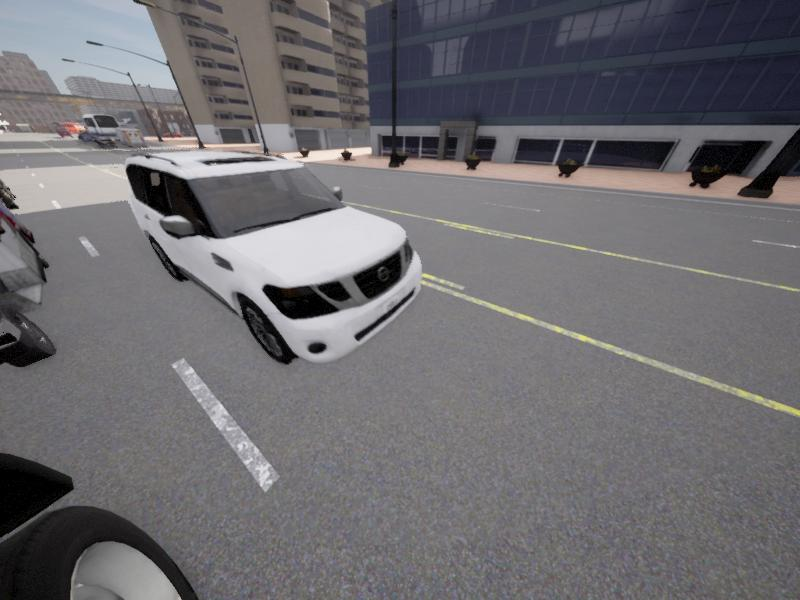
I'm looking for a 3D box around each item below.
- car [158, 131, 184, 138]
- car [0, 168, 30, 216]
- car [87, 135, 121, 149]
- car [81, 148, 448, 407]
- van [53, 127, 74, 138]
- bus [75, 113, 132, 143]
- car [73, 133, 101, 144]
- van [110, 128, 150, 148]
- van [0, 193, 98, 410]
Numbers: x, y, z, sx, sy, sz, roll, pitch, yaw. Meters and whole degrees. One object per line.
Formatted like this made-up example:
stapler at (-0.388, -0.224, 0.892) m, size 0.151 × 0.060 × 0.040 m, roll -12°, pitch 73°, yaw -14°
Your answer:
car at (-67.136, -48.547, 67.817) m, size 2.242 × 1.667 × 4.611 m, roll 24°, pitch 42°, yaw 29°
car at (-15.987, -4.122, 8.354) m, size 4.902 × 1.511 × 2.128 m, roll 23°, pitch 41°, yaw 28°
car at (-46.223, -24.675, 36.068) m, size 4.902 × 1.511 × 2.128 m, roll 24°, pitch 42°, yaw 27°
car at (-2.355, -1.177, 3.798) m, size 5.566 × 2.045 × 2.150 m, roll 22°, pitch 41°, yaw 28°
van at (-80.415, -40.045, 55.209) m, size 4.442 × 1.987 × 1.775 m, roll 24°, pitch 42°, yaw 29°
bus at (-57.969, -33.575, 45.143) m, size 10.273 × 4.253 × 3.944 m, roll 24°, pitch 41°, yaw 27°
car at (-56.945, -29.495, 42.041) m, size 5.357 × 1.411 × 2.033 m, roll 24°, pitch 42°, yaw 27°
van at (-45.186, -27.163, 38.674) m, size 6.366 × 2.431 × 2.351 m, roll 24°, pitch 42°, yaw 27°
van at (-6.906, -0.727, 2.808) m, size 6.366 × 2.431 × 2.351 m, roll 22°, pitch 41°, yaw 28°
